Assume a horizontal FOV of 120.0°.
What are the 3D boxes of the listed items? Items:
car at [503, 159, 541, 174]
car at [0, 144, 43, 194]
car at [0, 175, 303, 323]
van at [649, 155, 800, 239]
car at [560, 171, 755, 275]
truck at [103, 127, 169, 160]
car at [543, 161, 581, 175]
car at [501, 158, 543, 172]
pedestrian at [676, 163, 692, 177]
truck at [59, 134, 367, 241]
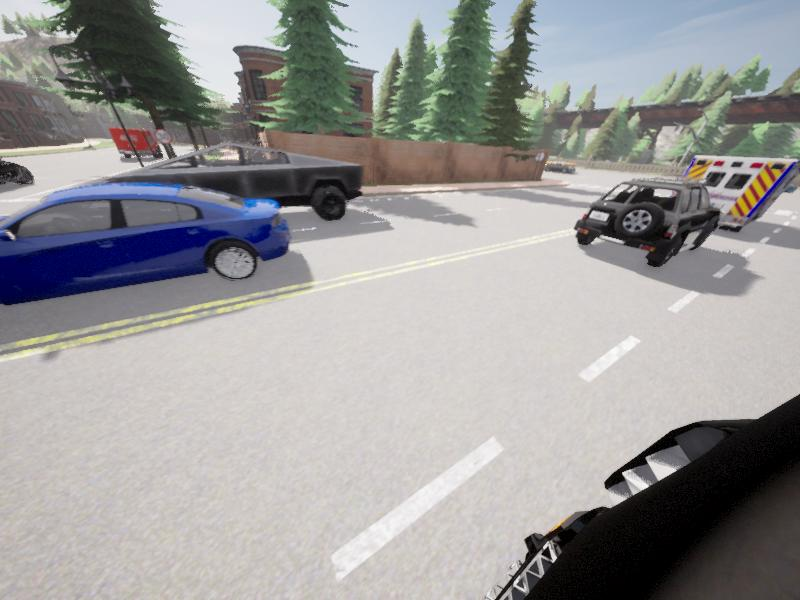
[{"bbox_3d":[16.968,-18.770,32.433,1.994,1.385,4.181,-16,38,-26],"label":"car"},{"bbox_3d":[-16.433,-4.904,8.631,1.816,1.474,4.193,-18,39,-28],"label":"car"},{"bbox_3d":[-4.611,-1.130,3.910,5.008,1.535,1.882,-16,38,-26],"label":"car"},{"bbox_3d":[14.002,-4.521,9.739,6.366,2.431,2.351,-16,38,-26],"label":"van"},{"bbox_3d":[7.027,-2.331,6.350,4.605,1.855,1.932,-15,37,-27],"label":"car"},{"bbox_3d":[-26.322,-15.859,23.442,2.627,2.467,5.204,-15,38,-25],"label":"truck"},{"bbox_3d":[23.887,-19.656,34.236,1.970,1.475,3.806,-15,38,-26],"label":"car"},{"bbox_3d":[18.710,-20.921,35.798,2.033,1.411,5.357,-16,38,-26],"label":"car"},{"bbox_3d":[47.255,-21.592,38.396,0.751,1.860,0.751,-15,37,-25],"label":"pedestrian"},{"bbox_3d":[-4.438,-3.643,7.209,6.274,2.098,2.390,-16,38,-26],"label":"truck"}]
